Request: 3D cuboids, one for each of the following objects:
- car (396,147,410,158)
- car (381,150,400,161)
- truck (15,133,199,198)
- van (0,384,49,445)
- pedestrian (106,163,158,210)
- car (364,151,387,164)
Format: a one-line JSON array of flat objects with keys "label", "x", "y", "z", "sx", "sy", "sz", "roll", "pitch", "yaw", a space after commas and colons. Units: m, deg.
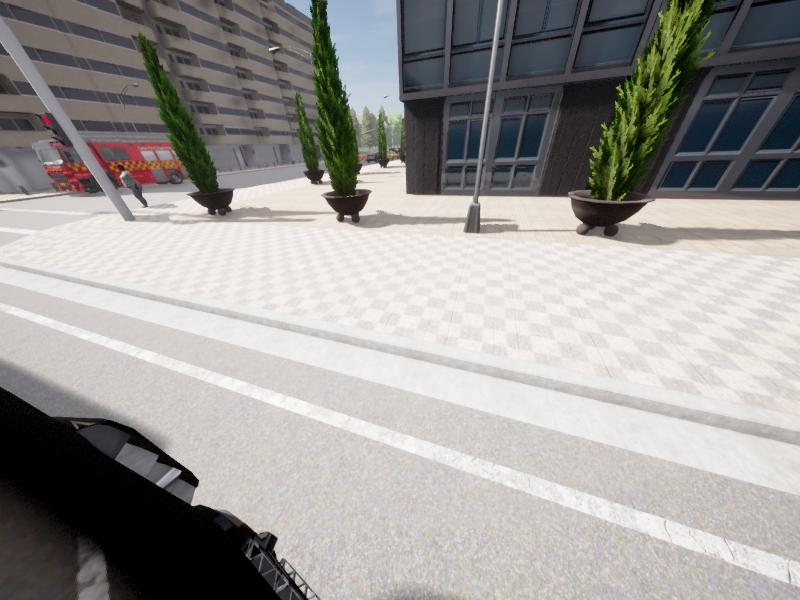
[{"label": "car", "x": 0.757, "y": -32.199, "z": 50.488, "sx": 1.905, "sy": 1.878, "sz": 3.866, "roll": 9, "pitch": 35, "yaw": 17}, {"label": "car", "x": -1.710, "y": -28.028, "z": 44.691, "sx": 1.801, "sy": 1.575, "sz": 5.366, "roll": 9, "pitch": 35, "yaw": 17}, {"label": "truck", "x": -23.215, "y": -11.542, "z": 19.541, "sx": 2.891, "sy": 3.827, "sz": 8.468, "roll": 9, "pitch": 35, "yaw": 17}, {"label": "van", "x": -6.109, "y": 0.535, "z": 1.817, "sx": 4.442, "sy": 1.987, "sz": 1.775, "roll": 9, "pitch": 35, "yaw": 17}, {"label": "pedestrian", "x": -12.472, "y": -5.315, "z": 10.801, "sx": 0.751, "sy": 1.860, "sz": 0.751, "roll": 22, "pitch": 41, "yaw": 32}, {"label": "car", "x": -4.033, "y": -24.202, "z": 39.166, "sx": 2.007, "sy": 1.525, "sz": 4.514, "roll": 9, "pitch": 35, "yaw": 17}]
